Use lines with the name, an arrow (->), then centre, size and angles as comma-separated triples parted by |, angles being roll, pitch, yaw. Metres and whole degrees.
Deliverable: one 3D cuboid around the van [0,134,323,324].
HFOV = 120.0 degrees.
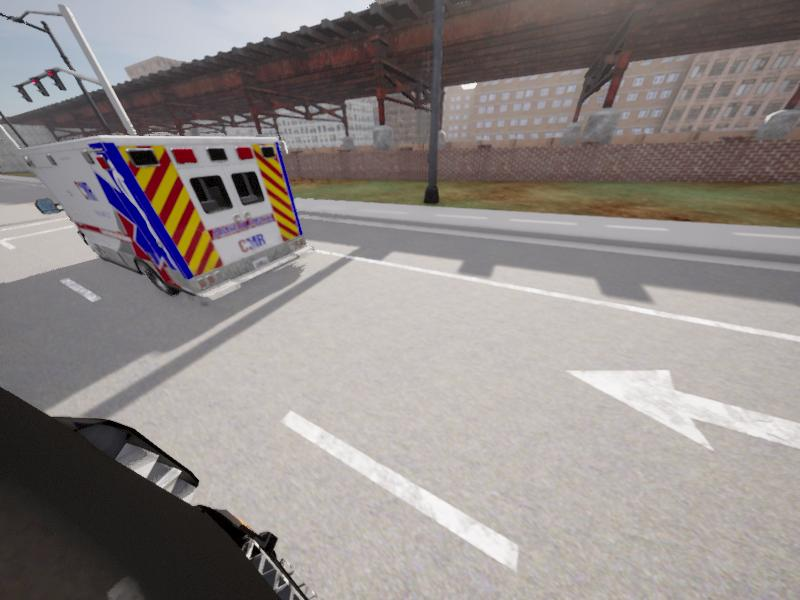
van -> -5.199, -1.941, 5.094 | 6.366, 2.431, 2.351 | 14, 37, 24
